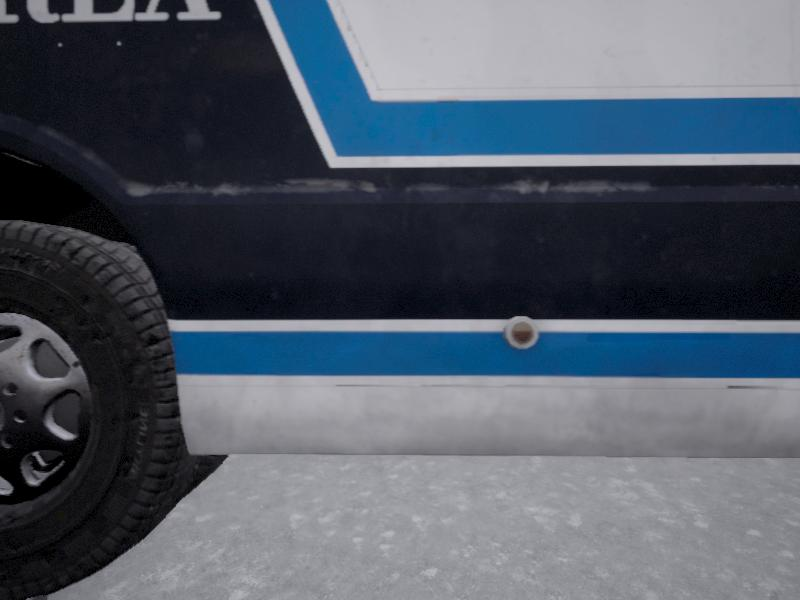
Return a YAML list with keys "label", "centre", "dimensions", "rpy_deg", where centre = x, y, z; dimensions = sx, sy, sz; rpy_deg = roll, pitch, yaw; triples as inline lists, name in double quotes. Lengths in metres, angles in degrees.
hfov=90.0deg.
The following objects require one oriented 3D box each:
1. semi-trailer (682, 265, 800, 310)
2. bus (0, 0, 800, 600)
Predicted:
- label: "semi-trailer"
  centre: [38.652, -1.218, 46.463]
  dimensions: [2.717, 4.402, 14.254]
  rpy_deg: [0, 0, 4]
- label: "bus"
  centre: [-3.459, -1.134, 2.668]
  dimensions: [10.273, 4.253, 3.944]
  rpy_deg: [0, 0, 1]
